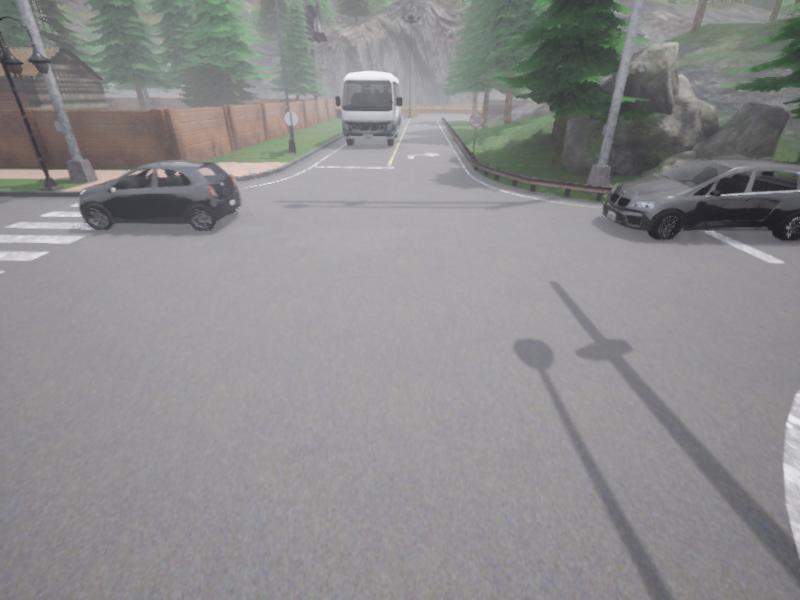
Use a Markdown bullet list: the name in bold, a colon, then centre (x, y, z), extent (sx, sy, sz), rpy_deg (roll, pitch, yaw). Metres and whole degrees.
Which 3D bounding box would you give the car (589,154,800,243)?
- **car**: centre (7.632, -2.582, 9.874), extent (4.611, 1.667, 2.242), rpy_deg (0, 27, 0)

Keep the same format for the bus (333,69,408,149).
- **bus**: centre (-1.612, -13.510, 28.119), extent (3.944, 4.253, 10.273), rpy_deg (1, 27, 2)

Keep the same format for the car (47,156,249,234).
- **car**: centre (-6.042, -2.693, 10.054), extent (3.633, 1.501, 1.845), rpy_deg (1, 27, 1)

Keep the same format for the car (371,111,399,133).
- **car**: centre (-1.321, -16.430, 36.771), extent (2.128, 1.511, 4.902), rpy_deg (1, 27, 2)
